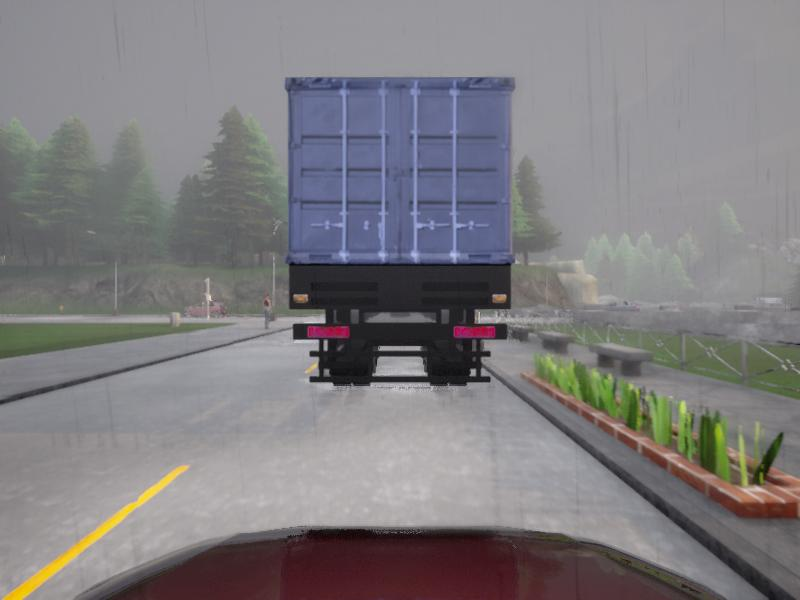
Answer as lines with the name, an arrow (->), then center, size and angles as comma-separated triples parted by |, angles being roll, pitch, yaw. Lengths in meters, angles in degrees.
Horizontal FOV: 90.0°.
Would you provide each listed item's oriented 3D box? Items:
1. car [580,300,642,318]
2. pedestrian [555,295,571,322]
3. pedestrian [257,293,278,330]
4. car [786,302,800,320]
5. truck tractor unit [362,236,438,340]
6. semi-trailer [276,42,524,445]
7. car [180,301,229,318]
car -> 19.446, 0.809, 37.016 | 4.611, 1.667, 2.242 | 0, 0, 0
pedestrian -> 11.257, 0.564, 27.647 | 0.751, 1.860, 0.751 | 0, 0, 0
pedestrian -> -6.781, 0.563, 20.464 | 0.751, 1.860, 0.751 | 0, 0, 34
car -> 34.862, 0.902, 33.012 | 4.193, 1.474, 1.816 | 0, 0, 0
truck tractor unit -> 0.009, -0.492, 19.415 | 3.053, 4.208, 6.516 | 0, 0, 0
semi-trailer -> 0.004, -0.601, 11.501 | 2.717, 4.402, 14.254 | 0, 0, 0
car -> -17.991, 0.878, 36.929 | 3.633, 1.501, 1.845 | 0, 0, 1
